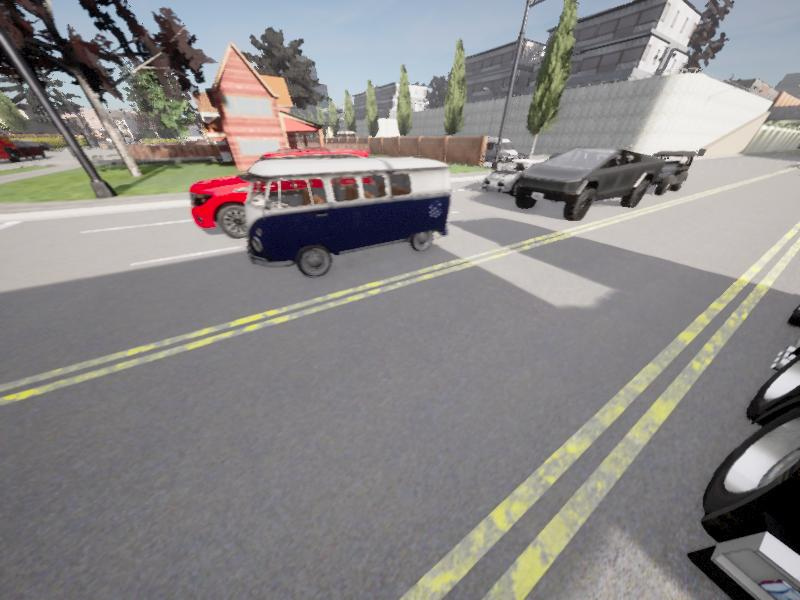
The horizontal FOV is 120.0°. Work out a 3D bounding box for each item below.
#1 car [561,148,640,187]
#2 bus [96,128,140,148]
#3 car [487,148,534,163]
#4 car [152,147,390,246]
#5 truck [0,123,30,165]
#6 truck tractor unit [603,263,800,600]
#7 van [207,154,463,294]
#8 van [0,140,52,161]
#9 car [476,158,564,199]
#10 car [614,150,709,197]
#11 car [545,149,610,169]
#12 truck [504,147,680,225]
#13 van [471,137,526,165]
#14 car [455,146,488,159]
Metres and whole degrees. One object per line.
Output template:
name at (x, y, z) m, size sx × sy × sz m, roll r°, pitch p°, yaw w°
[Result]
car at (13.119, -8.785, 15.149) m, size 4.605 × 1.855 × 1.932 m, roll -20°, pitch 40°, yaw -27°
bus at (-75.824, -43.775, 62.488) m, size 3.944 × 4.253 × 10.273 m, roll -19°, pitch 39°, yaw -26°
car at (14.457, -19.261, 30.662) m, size 2.033 × 1.411 × 5.357 m, roll -18°, pitch 39°, yaw -25°
car at (-3.323, -3.575, 7.330) m, size 5.566 × 2.045 × 2.150 m, roll -18°, pitch 39°, yaw -24°
truck at (-41.060, -14.836, 21.588) m, size 2.891 × 3.827 × 8.468 m, roll -19°, pitch 39°, yaw -26°
truck tractor unit at (5.111, -0.298, 0.796) m, size 6.516 × 4.208 × 3.053 m, roll -18°, pitch 39°, yaw -24°
van at (-1.050, -1.992, 5.135) m, size 4.442 × 1.987 × 1.775 m, roll -18°, pitch 39°, yaw -25°
van at (-45.858, -18.395, 28.271) m, size 1.775 × 1.987 × 4.442 m, roll -21°, pitch 40°, yaw -28°
car at (6.263, -6.497, 12.138) m, size 3.806 × 1.475 × 1.970 m, roll -18°, pitch 39°, yaw -25°
car at (14.071, -6.944, 12.498) m, size 3.866 × 1.878 × 1.905 m, roll -19°, pitch 39°, yaw -26°
car at (18.706, -15.160, 24.702) m, size 2.128 × 1.511 × 4.902 m, roll -18°, pitch 39°, yaw -25°
truck at (7.522, -4.768, 9.120) m, size 6.274 × 2.098 × 2.390 m, roll -17°, pitch 38°, yaw -24°
van at (11.793, -18.389, 28.377) m, size 1.988 × 2.561 × 5.915 m, roll -18°, pitch 39°, yaw -25°
car at (10.883, -22.770, 35.586) m, size 1.837 × 1.490 × 4.892 m, roll -18°, pitch 39°, yaw -25°
